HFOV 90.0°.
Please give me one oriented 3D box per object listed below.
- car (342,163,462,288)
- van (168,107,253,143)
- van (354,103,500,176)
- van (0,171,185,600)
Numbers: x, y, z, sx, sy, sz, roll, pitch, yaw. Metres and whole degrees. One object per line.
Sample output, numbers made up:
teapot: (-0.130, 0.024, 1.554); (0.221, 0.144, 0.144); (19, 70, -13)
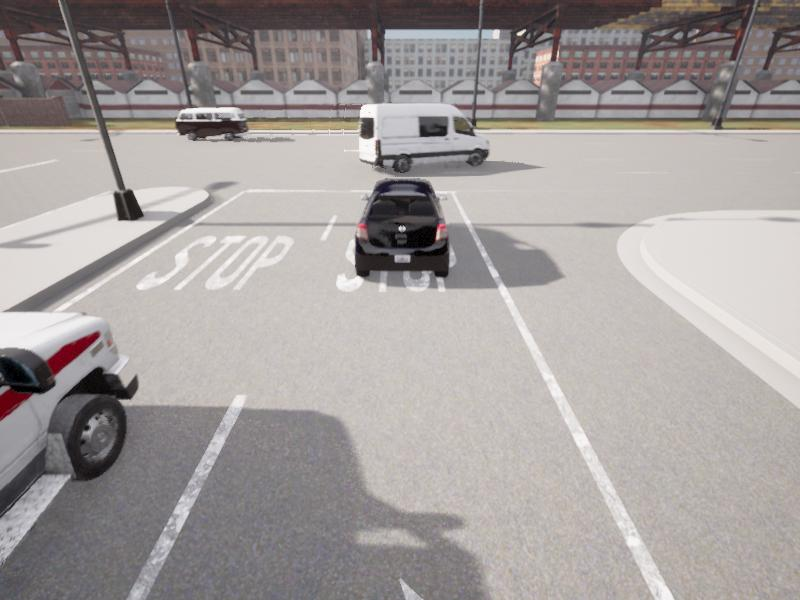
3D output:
car: (0.066, -1.714, 8.124); (1.845, 1.501, 3.633); (1, 27, 1)
van: (-12.680, -11.879, 27.105); (4.480, 2.038, 2.069); (0, 27, 0)
van: (1.228, -7.077, 17.339); (5.915, 2.561, 1.988); (-13, 28, -24)
van: (-3.495, 1.526, 0.924); (2.351, 2.431, 6.366); (0, 28, 0)
